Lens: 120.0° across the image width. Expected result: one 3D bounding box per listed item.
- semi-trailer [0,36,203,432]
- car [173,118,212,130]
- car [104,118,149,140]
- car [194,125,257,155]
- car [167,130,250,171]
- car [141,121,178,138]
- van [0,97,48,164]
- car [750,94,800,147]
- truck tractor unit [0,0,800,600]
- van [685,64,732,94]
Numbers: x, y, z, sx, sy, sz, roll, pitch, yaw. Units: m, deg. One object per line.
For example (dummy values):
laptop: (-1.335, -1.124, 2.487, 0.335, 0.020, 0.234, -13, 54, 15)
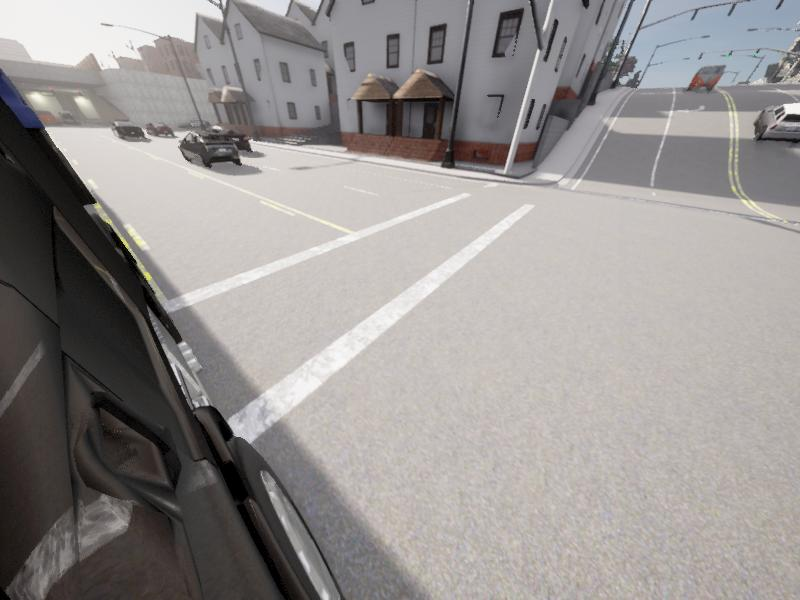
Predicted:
semi-trailer: (-8.762, -3.570, 4.151, 14.254, 4.402, 2.717, 28, 43, 29)
car: (-38.893, -33.158, 43.511, 2.038, 1.542, 4.974, 27, 48, 29)
car: (-28.845, -17.987, 24.341, 5.238, 1.638, 1.930, 27, 43, 29)
car: (-14.082, -12.993, 18.648, 4.611, 1.667, 2.242, 28, 43, 29)
car: (-10.900, -8.601, 13.127, 4.514, 1.525, 2.007, 27, 43, 29)
car: (-30.112, -21.349, 28.902, 4.674, 1.442, 1.812, 26, 43, 28)
van: (-21.104, -8.911, 12.010, 5.915, 2.561, 1.988, 28, 43, 29)
car: (24.334, -11.369, 14.535, 1.970, 1.475, 3.806, 27, 62, 28)
truck tractor unit: (-2.645, -0.295, 0.351, 6.516, 4.208, 3.053, 28, 44, 30)
van: (30.349, -21.931, 22.898, 1.775, 1.987, 4.442, 28, 52, 29)
